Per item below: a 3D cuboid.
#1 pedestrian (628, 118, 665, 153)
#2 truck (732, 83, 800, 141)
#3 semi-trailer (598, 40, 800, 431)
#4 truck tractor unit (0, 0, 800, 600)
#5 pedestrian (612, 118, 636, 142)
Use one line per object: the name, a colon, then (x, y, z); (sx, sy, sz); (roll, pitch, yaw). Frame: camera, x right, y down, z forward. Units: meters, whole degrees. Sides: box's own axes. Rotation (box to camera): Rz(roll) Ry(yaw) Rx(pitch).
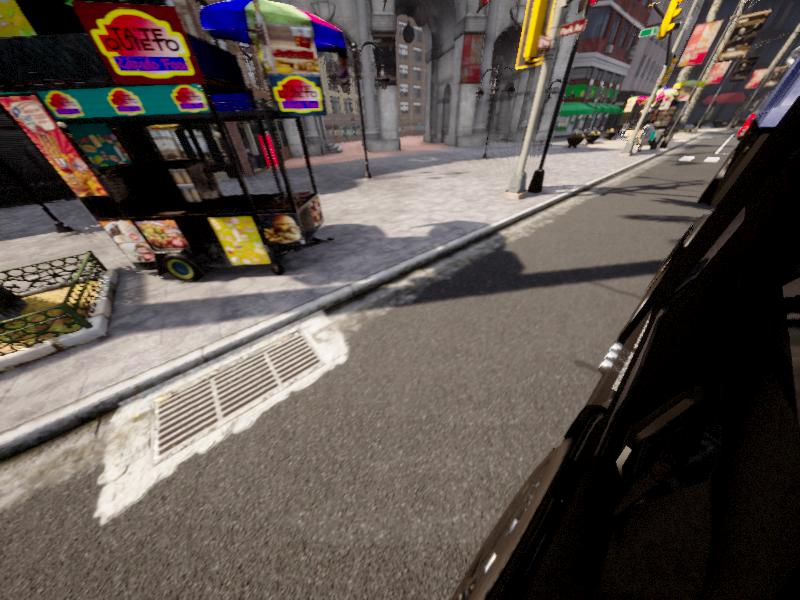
pedestrian: (16.565, -11.070, 15.570); (0.751, 1.860, 0.751); (-6, 37, -5)
truck: (35.225, -17.453, 21.604); (8.468, 3.827, 2.891); (-27, 43, -29)
semi-trailer: (8.702, -3.598, 4.232); (14.254, 4.402, 2.717); (-28, 44, -30)
truck tractor unit: (2.645, -0.295, 0.351); (6.516, 4.208, 3.053); (-28, 44, -30)
pedestrian: (22.583, -17.135, 23.301); (0.751, 1.860, 0.751); (-10, 37, -10)
